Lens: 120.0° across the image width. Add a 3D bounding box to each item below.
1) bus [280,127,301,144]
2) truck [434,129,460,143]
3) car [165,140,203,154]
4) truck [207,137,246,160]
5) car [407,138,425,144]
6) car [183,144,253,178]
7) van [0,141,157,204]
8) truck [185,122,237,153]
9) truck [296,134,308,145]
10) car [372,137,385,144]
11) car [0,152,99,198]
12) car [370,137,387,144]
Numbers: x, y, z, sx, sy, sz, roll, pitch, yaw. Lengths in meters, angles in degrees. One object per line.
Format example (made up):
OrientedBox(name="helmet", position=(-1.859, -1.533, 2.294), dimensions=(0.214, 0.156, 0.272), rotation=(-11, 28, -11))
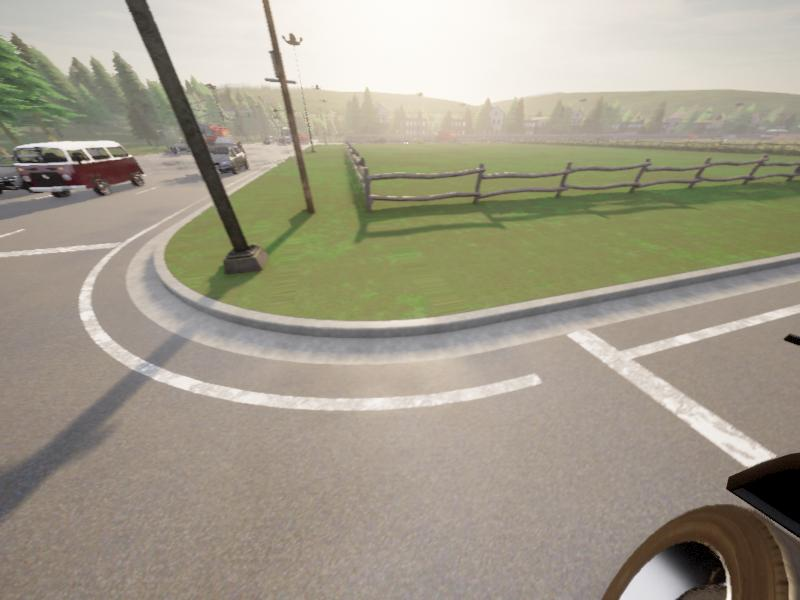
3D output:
OrientedBox(name="bus", position=(-34.092, -51.594, 72.531), dimensions=(3.944, 4.253, 10.273), rotation=(-9, 36, -12))
OrientedBox(name="truck", position=(16.587, -58.095, 81.964), dimensions=(8.468, 3.827, 2.891), rotation=(-9, 36, -12))
OrientedBox(name="car", position=(-33.104, -23.642, 35.630), dimensions=(2.152, 1.651, 5.027), rotation=(-9, 36, -12))
OrientedBox(name="truck", position=(-20.655, -18.391, 27.848), dimensions=(2.390, 2.098, 6.274), rotation=(-14, 38, -19))
OrientedBox(name="car", position=(5.333, -53.316, 77.248), dimensions=(5.366, 1.575, 1.801), rotation=(-9, 36, -12))
OrientedBox(name="car", position=(-12.558, -9.983, 16.427), dimensions=(2.242, 1.667, 4.611), rotation=(-9, 36, -12))
OrientedBox(name="van", position=(-14.328, -6.071, 10.632), dimensions=(2.069, 2.038, 4.480), rotation=(-9, 36, -12))
OrientedBox(name="truck", position=(-30.342, -26.440, 37.653), dimensions=(2.891, 3.827, 8.468), rotation=(-9, 36, -12))
OrientedBox(name="truck", position=(-29.564, -48.536, 69.780), dimensions=(2.627, 2.467, 5.204), rotation=(-9, 36, -12))
OrientedBox(name="car", position=(-6.662, -49.491, 71.617), dimensions=(3.866, 1.878, 1.905), rotation=(-9, 36, -12))
OrientedBox(name="car", position=(-18.162, -6.276, 11.406), dimensions=(1.816, 1.474, 4.193), rotation=(-9, 36, -12))
OrientedBox(name="car", position=(-7.003, -51.448, 74.557), dimensions=(5.238, 1.638, 1.930), rotation=(-9, 36, -12))
